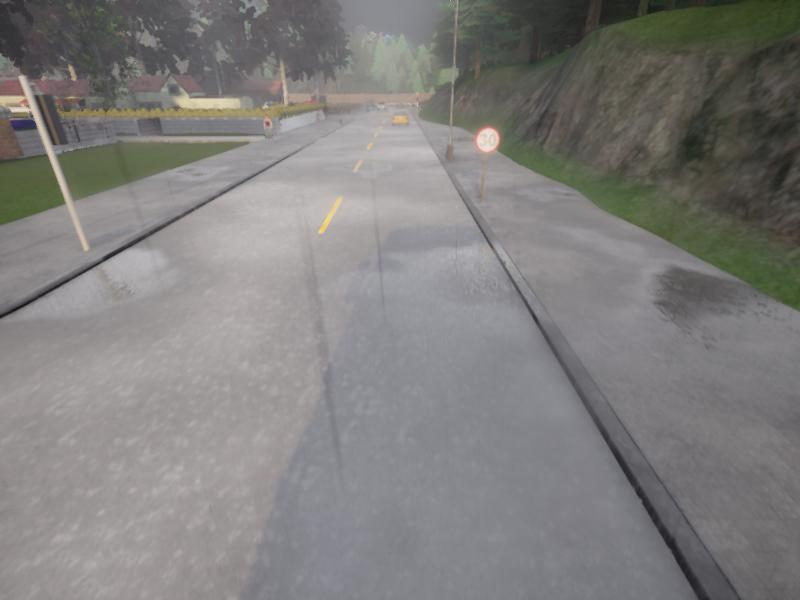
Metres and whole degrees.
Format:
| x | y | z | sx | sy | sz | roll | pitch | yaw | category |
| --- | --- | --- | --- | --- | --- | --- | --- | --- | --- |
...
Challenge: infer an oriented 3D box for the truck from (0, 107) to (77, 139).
| x | y | z | sx | sy | sz | roll | pitch | yaw | category |
| --- | --- | --- | --- | --- | --- | --- | --- | --- | --- |
| -26.956 | -12.936 | 29.211 | 4.478 | 2.038 | 2.069 | 0 | 27 | 0 | truck |

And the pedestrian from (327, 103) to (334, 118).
| x | y | z | sx | sy | sz | roll | pitch | yaw | category |
| --- | --- | --- | --- | --- | --- | --- | --- | --- | --- |
| -9.583 | -26.108 | 55.126 | 0.751 | 1.860 | 0.751 | -10 | 29 | -18 | pedestrian |

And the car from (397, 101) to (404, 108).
| x | y | z | sx | sy | sz | roll | pitch | yaw | category |
| --- | --- | --- | --- | --- | --- | --- | --- | --- | --- |
| 0.082 | -49.426 | 101.103 | 1.789 | 1.549 | 3.705 | 0 | 27 | 0 | car |

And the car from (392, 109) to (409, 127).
| x | y | z | sx | sy | sz | roll | pitch | yaw | category |
| --- | --- | --- | --- | --- | --- | --- | --- | --- | --- |
| 0.032 | -20.138 | 44.092 | 1.801 | 1.575 | 5.366 | 0 | 27 | 0 | car |

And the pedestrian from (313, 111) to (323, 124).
| x | y | z | sx | sy | sz | roll | pitch | yaw | category |
| --- | --- | --- | --- | --- | --- | --- | --- | --- | --- |
| -8.953 | -19.906 | 43.685 | 0.751 | 1.300 | 0.751 | 3 | 27 | 6 | pedestrian |

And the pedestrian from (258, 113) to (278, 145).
| x | y | z | sx | sy | sz | roll | pitch | yaw | category |
| --- | --- | --- | --- | --- | --- | --- | --- | --- | --- |
| -8.543 | -11.126 | 25.986 | 0.751 | 1.860 | 0.751 | 1 | 27 | 2 | pedestrian |

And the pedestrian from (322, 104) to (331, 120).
| x | y | z | sx | sy | sz | roll | pitch | yaw | category |
| --- | --- | --- | --- | --- | --- | --- | --- | --- | --- |
| -9.260 | -23.630 | 50.302 | 0.751 | 1.860 | 0.751 | 1 | 27 | 3 | pedestrian |

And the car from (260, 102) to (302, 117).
| x | y | z | sx | sy | sz | roll | pitch | yaw | category |
| --- | --- | --- | --- | --- | --- | --- | --- | --- | --- |
| -18.013 | -29.050 | 60.975 | 5.566 | 2.045 | 2.150 | 0 | 27 | 0 | car |
